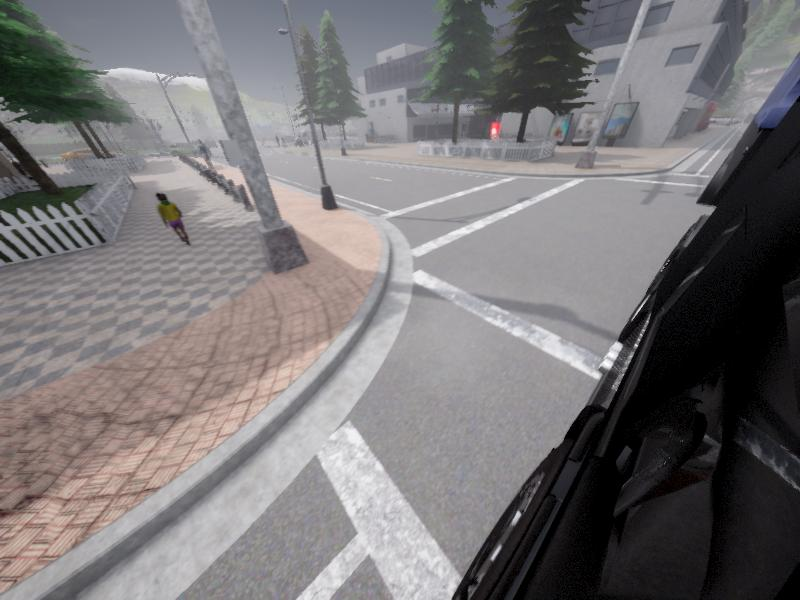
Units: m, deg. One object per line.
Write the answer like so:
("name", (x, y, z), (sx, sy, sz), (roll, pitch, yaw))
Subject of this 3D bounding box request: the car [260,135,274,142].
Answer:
("car", (-41.340, -50.295, 71.833), (2.152, 1.636, 5.027), (-29, 44, -31))

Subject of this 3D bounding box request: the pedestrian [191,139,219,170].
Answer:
("pedestrian", (-14.307, -10.695, 16.989), (0.751, 1.860, 0.751), (-29, 44, -31))

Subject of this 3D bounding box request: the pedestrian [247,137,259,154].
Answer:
("pedestrian", (-20.024, -21.086, 31.466), (0.751, 1.860, 0.751), (-16, 39, -17))

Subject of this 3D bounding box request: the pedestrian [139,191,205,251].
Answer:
("pedestrian", (-4.959, -1.732, 5.073), (0.500, 1.100, 0.500), (24, 44, 31))

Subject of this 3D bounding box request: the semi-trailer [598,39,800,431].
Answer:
("semi-trailer", (8.693, -3.606, 4.237), (14.254, 4.402, 2.717), (-28, 44, -30))

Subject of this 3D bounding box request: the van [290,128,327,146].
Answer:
("van", (-17.739, -31.847, 45.137), (5.915, 2.561, 1.988), (-29, 44, -31))

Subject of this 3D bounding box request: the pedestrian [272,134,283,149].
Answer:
("pedestrian", (-19.302, -25.066, 36.454), (0.751, 1.860, 0.751), (-1, 37, 3))

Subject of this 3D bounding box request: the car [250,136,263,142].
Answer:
("car", (-43.665, -48.957, 70.207), (2.007, 1.523, 4.514), (-29, 44, -31))

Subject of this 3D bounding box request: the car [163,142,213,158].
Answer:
("car", (-29.088, -20.732, 31.853), (4.514, 1.525, 2.007), (-8, 37, -8))

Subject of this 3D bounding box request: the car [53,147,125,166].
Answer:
("car", (-37.622, -17.627, 28.225), (5.008, 1.535, 1.882), (-29, 44, -31))

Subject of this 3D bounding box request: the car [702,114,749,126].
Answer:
("car", (61.985, -34.414, 44.168), (4.611, 1.667, 2.242), (20, 42, 27))

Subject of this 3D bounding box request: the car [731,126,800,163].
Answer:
("car", (20.822, -8.824, 12.993), (4.181, 1.385, 1.994), (-28, 44, -30))

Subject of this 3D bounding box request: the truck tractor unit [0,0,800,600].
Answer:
("truck tractor unit", (2.645, -0.295, 0.351), (6.516, 4.208, 3.053), (-28, 44, -30))

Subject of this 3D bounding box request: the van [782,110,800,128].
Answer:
("van", (57.837, -26.105, 33.206), (4.480, 2.038, 2.069), (-28, 44, -30))
